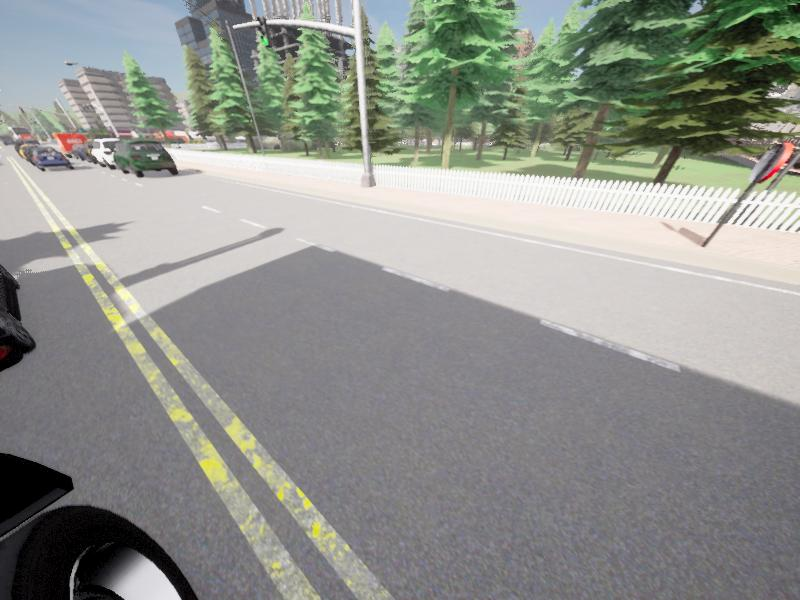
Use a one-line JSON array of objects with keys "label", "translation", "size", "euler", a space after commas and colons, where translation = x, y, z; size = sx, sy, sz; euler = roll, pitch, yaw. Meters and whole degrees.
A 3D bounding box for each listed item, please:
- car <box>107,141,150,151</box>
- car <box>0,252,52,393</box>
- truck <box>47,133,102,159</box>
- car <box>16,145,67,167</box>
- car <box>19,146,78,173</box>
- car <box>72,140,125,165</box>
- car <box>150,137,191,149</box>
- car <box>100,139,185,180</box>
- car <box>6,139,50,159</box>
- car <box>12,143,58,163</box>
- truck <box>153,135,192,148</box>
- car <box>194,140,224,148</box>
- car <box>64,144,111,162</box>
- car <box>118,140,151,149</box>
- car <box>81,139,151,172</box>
[{"label": "car", "translation": [-51.206, -29.141, 43.626], "size": [2.163, 1.488, 4.792], "euler": [21, 40, 27]}, {"label": "car", "translation": [-6.197, 0.063, 2.494], "size": [3.806, 1.475, 1.970], "euler": [22, 41, 28]}, {"label": "truck", "translation": [-40.208, -19.060, 28.531], "size": [5.204, 2.467, 2.627], "euler": [22, 41, 28]}, {"label": "car", "translation": [-32.787, -13.187, 21.112], "size": [4.193, 1.474, 1.816], "euler": [22, 41, 28]}, {"label": "car", "translation": [-27.603, -11.121, 18.148], "size": [3.705, 1.549, 1.789], "euler": [22, 41, 28]}, {"label": "car", "translation": [-29.622, -14.528, 22.690], "size": [4.605, 1.855, 1.932], "euler": [22, 41, 28]}, {"label": "car", "translation": [-49.849, -34.207, 50.335], "size": [2.150, 2.045, 5.566], "euler": [21, 40, 27]}, {"label": "car", "translation": [-17.682, -9.763, 15.866], "size": [5.566, 2.045, 2.150], "euler": [22, 40, 28]}, {"label": "car", "translation": [-44.290, -18.015, 27.531], "size": [4.605, 1.855, 1.932], "euler": [22, 41, 28]}, {"label": "car", "translation": [-38.514, -15.551, 24.335], "size": [5.366, 1.575, 1.801], "euler": [22, 41, 28]}, {"label": "truck", "translation": [-51.906, -36.248, 52.860], "size": [2.627, 2.467, 5.204], "euler": [21, 40, 27]}, {"label": "car", "translation": [-45.742, -37.561, 55.576], "size": [2.038, 1.542, 4.974], "euler": [21, 40, 27]}, {"label": "car", "translation": [-34.979, -16.536, 25.845], "size": [4.792, 1.488, 2.163], "euler": [22, 41, 28]}, {"label": "car", "translation": [-55.712, -32.674, 48.496], "size": [1.851, 1.617, 3.988], "euler": [23, 41, 28]}, {"label": "car", "translation": [-23.675, -12.187, 19.264], "size": [5.566, 2.045, 2.150], "euler": [22, 41, 28]}]
